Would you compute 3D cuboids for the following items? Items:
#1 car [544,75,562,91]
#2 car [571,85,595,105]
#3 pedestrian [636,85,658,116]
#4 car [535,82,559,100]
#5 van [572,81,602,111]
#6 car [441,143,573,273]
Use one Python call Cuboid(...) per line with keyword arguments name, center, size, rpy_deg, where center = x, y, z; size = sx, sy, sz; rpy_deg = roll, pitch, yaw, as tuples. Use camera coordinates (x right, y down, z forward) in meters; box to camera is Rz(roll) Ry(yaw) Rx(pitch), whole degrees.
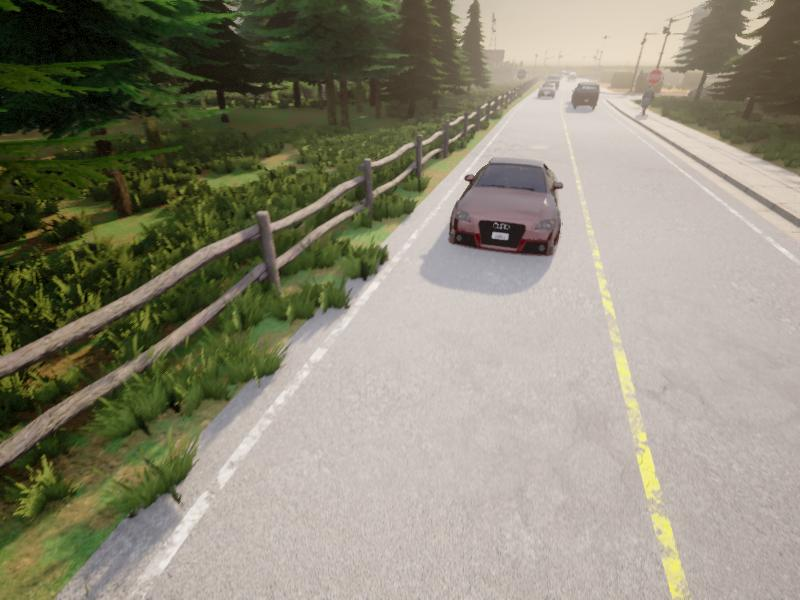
Cuboid(name="car", center=(24.379, -34.667, 63.731), size=(2.150, 2.045, 5.566), rpy_deg=(11, 32, 17))
Cuboid(name="car", center=(18.118, -20.364, 39.685), size=(1.837, 1.490, 4.892), rpy_deg=(11, 32, 18))
Cuboid(name="pedestrian", center=(17.309, -13.988, 28.042), size=(0.751, 1.860, 0.751), rpy_deg=(10, 32, 16))
Cuboid(name="car", center=(16.878, -23.927, 45.751), size=(2.128, 1.511, 4.902), rpy_deg=(11, 32, 17))
Cuboid(name="van", center=(16.030, -17.633, 34.488), size=(1.775, 1.987, 4.442), rpy_deg=(10, 32, 16))
Cuboid(name="car", center=(2.371, -2.225, 8.517), size=(1.994, 1.385, 4.181), rpy_deg=(10, 31, 15))
